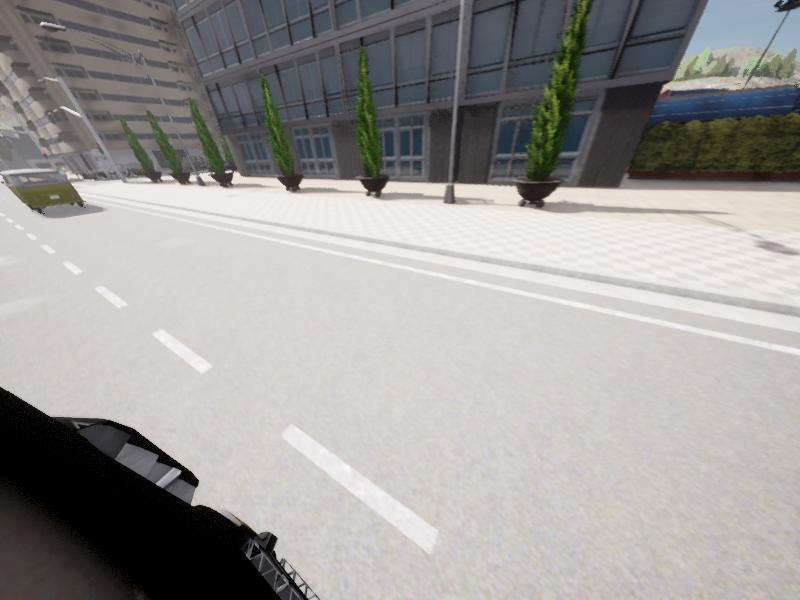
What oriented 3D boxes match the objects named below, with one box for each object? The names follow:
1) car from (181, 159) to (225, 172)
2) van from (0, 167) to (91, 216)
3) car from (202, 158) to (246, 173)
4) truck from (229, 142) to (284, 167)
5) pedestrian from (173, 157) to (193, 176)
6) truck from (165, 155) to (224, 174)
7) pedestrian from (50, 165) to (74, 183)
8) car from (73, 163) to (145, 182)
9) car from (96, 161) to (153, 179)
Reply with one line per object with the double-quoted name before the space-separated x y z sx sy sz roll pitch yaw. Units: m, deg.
"car" -33.914 -23.296 39.944 2.033 1.411 5.357 16 38 26
"van" -19.489 -5.999 12.573 4.442 1.987 1.775 16 38 26
"car" -25.772 -19.776 33.950 2.007 1.525 4.514 16 38 26
"truck" -28.578 -29.579 46.746 2.891 3.827 8.468 16 38 26
"pedestrian" -25.329 -15.556 26.990 0.751 1.860 0.751 15 38 25
"truck" -32.145 -21.478 36.461 2.390 2.098 6.274 16 38 26
"pedestrian" -42.434 -15.839 29.005 0.751 1.860 0.751 12 36 21
"car" -36.896 -16.337 29.545 1.930 1.638 5.238 14 37 24
"car" -38.968 -18.536 32.852 2.097 1.767 4.553 17 39 27
